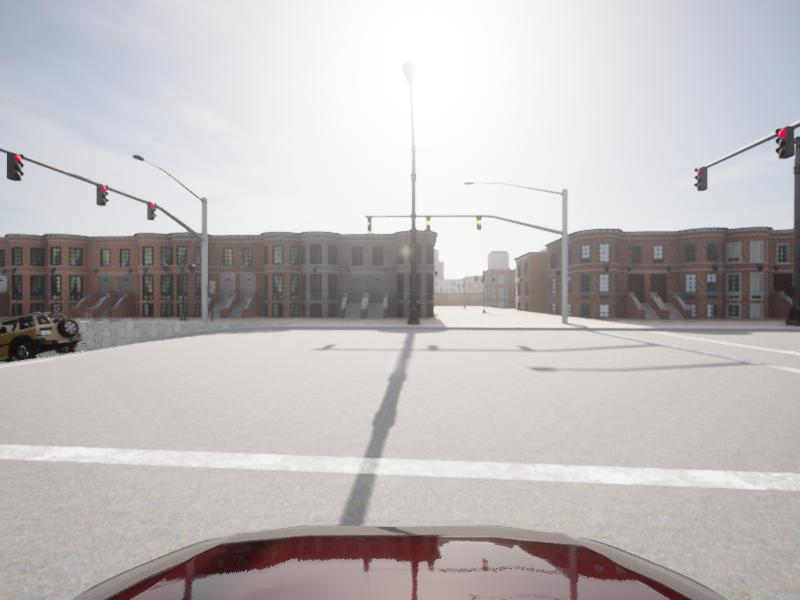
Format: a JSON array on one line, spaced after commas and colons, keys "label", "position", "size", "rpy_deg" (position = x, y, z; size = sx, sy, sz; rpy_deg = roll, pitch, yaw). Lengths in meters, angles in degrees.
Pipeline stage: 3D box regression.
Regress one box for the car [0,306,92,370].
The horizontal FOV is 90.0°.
[{"label": "car", "position": [-15.420, 1.657, 15.987], "size": [4.605, 1.855, 1.932], "rpy_deg": [-13, 0, 5]}]
